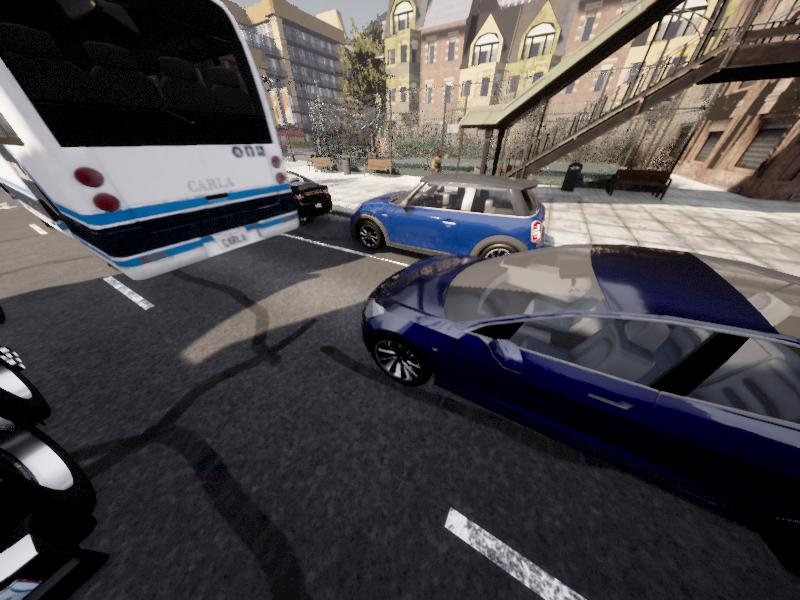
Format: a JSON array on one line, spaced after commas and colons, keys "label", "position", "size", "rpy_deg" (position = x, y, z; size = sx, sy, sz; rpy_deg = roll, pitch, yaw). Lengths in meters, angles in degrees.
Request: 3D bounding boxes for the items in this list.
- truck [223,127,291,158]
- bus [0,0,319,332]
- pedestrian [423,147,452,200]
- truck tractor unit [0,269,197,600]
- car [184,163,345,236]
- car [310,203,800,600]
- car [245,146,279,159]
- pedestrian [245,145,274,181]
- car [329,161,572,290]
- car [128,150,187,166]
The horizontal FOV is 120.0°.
[{"label": "truck", "position": [-22.857, -25.679, 37.741], "size": [2.891, 3.827, 8.468], "rpy_deg": [18, 39, 24]}, {"label": "bus", "position": [-7.595, -3.737, 5.714], "size": [10.273, 4.253, 3.944], "rpy_deg": [19, 39, 24]}, {"label": "pedestrian", "position": [1.522, -5.286, 9.669], "size": [0.751, 1.860, 0.751], "rpy_deg": [26, 43, 33]}, {"label": "truck tractor unit", "position": [-5.119, -0.292, 0.774], "size": [6.516, 4.208, 3.053], "rpy_deg": [18, 39, 24]}, {"label": "car", "position": [-4.669, -3.726, 8.052], "size": [5.008, 1.535, 2.097], "rpy_deg": [18, 39, 24]}, {"label": "car", "position": [1.827, 0.319, 2.243], "size": [4.792, 1.488, 2.163], "rpy_deg": [18, 39, 24]}, {"label": "car", "position": [-21.003, -22.521, 35.243], "size": [1.970, 1.475, 3.806], "rpy_deg": [18, 39, 24]}, {"label": "pedestrian", "position": [-8.646, -8.463, 14.298], "size": [0.751, 1.860, 0.751], "rpy_deg": [10, 36, 14]}, {"label": "car", "position": [0.969, -2.085, 5.438], "size": [4.553, 1.767, 2.185], "rpy_deg": [18, 39, 24]}, {"label": "car", "position": [-27.541, -16.274, 26.387], "size": [1.994, 1.385, 4.181], "rpy_deg": [23, 41, 29]}]
